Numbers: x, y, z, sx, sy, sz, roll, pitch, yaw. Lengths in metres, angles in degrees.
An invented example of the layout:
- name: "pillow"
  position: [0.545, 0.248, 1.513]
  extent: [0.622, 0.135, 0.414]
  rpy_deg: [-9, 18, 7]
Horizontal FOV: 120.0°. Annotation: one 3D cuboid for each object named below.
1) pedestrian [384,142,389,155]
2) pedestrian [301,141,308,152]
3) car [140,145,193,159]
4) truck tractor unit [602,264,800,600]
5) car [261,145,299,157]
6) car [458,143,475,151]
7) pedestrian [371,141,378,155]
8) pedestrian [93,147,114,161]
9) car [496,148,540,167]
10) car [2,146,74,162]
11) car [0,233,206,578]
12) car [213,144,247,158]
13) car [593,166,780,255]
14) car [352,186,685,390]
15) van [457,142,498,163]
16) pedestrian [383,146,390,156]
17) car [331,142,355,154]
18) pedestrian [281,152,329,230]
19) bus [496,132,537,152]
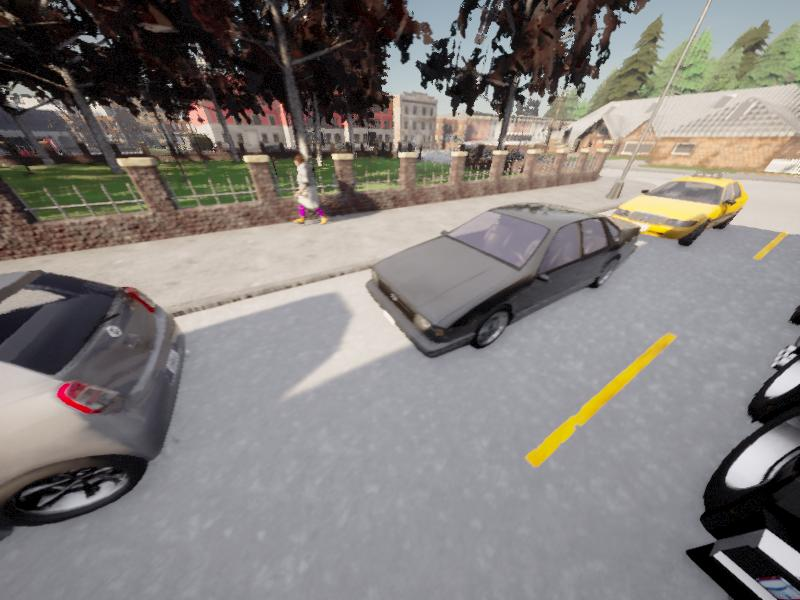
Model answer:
- name: "pedestrian"
  position: [-2.307, -25.951, 39.472]
  extent: [0.751, 1.860, 0.751]
  rpy_deg: [-4, 35, -6]
- name: "pedestrian"
  position: [-18.726, -30.097, 45.275]
  extent: [0.751, 1.860, 0.751]
  rpy_deg: [-23, 41, -29]
- name: "car"
  position: [-31.103, -19.916, 31.026]
  extent: [4.514, 1.525, 2.007]
  rpy_deg: [-18, 39, -24]
- name: "truck tractor unit"
  position: [5.116, -0.293, 0.788]
  extent: [6.516, 4.208, 3.053]
  rpy_deg: [-18, 39, -24]
- name: "car"
  position: [-19.040, -23.817, 36.783]
  extent: [4.892, 1.490, 1.837]
  rpy_deg: [-19, 39, -25]
- name: "car"
  position: [16.587, -38.040, 57.526]
  extent: [3.633, 1.501, 1.845]
  rpy_deg: [-18, 40, -25]
- name: "pedestrian"
  position: [-4.307, -25.624, 38.981]
  extent: [0.751, 1.860, 0.751]
  rpy_deg: [-16, 38, -22]
- name: "pedestrian"
  position: [-32.854, -16.191, 25.623]
  extent: [0.751, 1.300, 0.751]
  rpy_deg: [-18, 39, -25]
- name: "car"
  position: [12.759, -15.536, 25.147]
  extent: [1.845, 1.501, 3.633]
  rpy_deg: [-18, 39, -24]
- name: "car"
  position: [-40.985, -16.687, 26.328]
  extent: [3.806, 1.475, 1.970]
  rpy_deg: [-18, 39, -24]
- name: "car"
  position: [-3.719, 0.930, 1.302]
  extent: [3.633, 1.501, 1.845]
  rpy_deg: [-19, 39, -26]
- name: "car"
  position: [-24.873, -21.949, 33.988]
  extent: [3.705, 1.549, 1.789]
  rpy_deg: [-18, 39, -24]
- name: "car"
  position: [8.588, -2.926, 6.923]
  extent: [5.366, 1.575, 1.801]
  rpy_deg: [-18, 39, -24]
- name: "car"
  position: [2.150, -0.844, 4.031]
  extent: [5.357, 1.411, 2.033]
  rpy_deg: [-18, 39, -25]
- name: "van"
  position: [9.666, -18.832, 29.411]
  extent: [2.069, 2.038, 4.480]
  rpy_deg: [-18, 39, -24]
- name: "pedestrian"
  position: [-2.189, -24.395, 37.724]
  extent: [0.751, 1.300, 0.751]
  rpy_deg: [-18, 39, -24]
- name: "car"
  position: [-10.865, -29.213, 44.274]
  extent: [3.866, 1.878, 1.905]
  rpy_deg: [-17, 38, -23]
- name: "pedestrian"
  position: [-2.638, -3.069, 6.551]
  extent: [0.751, 1.860, 0.751]
  rpy_deg: [-18, 39, -25]
- name: "bus"
  position: [32.298, -43.979, 64.245]
  extent: [10.273, 4.253, 3.944]
  rpy_deg: [-18, 39, -24]
